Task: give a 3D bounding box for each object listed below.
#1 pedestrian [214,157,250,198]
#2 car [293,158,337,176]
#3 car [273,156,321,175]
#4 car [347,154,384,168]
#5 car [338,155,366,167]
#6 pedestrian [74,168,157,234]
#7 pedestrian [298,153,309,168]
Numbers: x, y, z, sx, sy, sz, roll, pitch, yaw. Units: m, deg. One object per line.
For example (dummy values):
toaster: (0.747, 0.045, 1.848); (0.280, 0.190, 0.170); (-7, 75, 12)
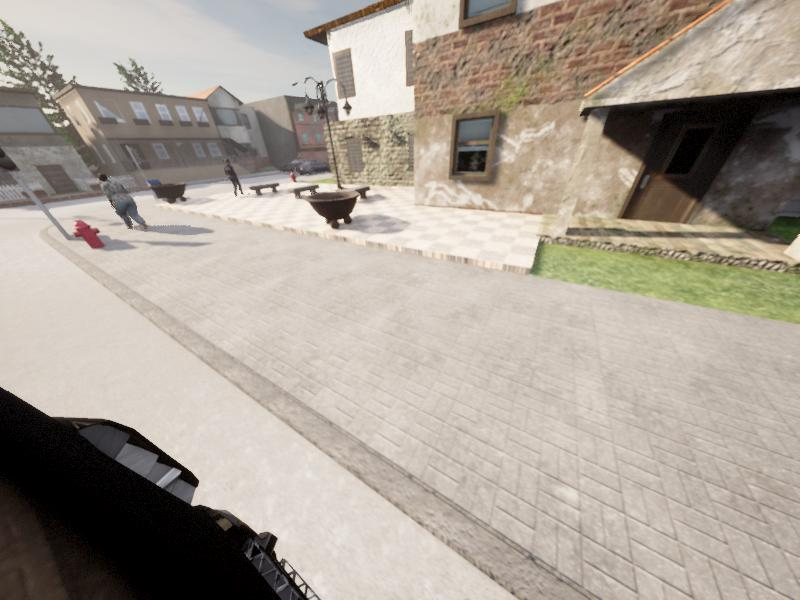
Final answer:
pedestrian: (-9.018, -6.622, 12.484); (0.751, 1.860, 0.751); (-5, 34, -3)
car: (-9.548, -15.132, 26.260); (1.994, 1.385, 4.181); (18, 39, 28)
car: (-12.583, -16.759, 28.699); (1.930, 1.638, 5.238); (15, 37, 25)
car: (-4.801, -19.968, 33.163); (2.033, 1.411, 5.357); (18, 39, 29)
car: (-7.331, -21.648, 35.913); (1.994, 1.385, 4.181); (15, 37, 25)
pedestrian: (-9.272, -3.249, 7.632); (0.751, 1.860, 0.751); (7, 35, 15)
pedestrian: (-14.225, -20.477, 34.001); (0.751, 1.860, 0.751); (18, 39, 28)
